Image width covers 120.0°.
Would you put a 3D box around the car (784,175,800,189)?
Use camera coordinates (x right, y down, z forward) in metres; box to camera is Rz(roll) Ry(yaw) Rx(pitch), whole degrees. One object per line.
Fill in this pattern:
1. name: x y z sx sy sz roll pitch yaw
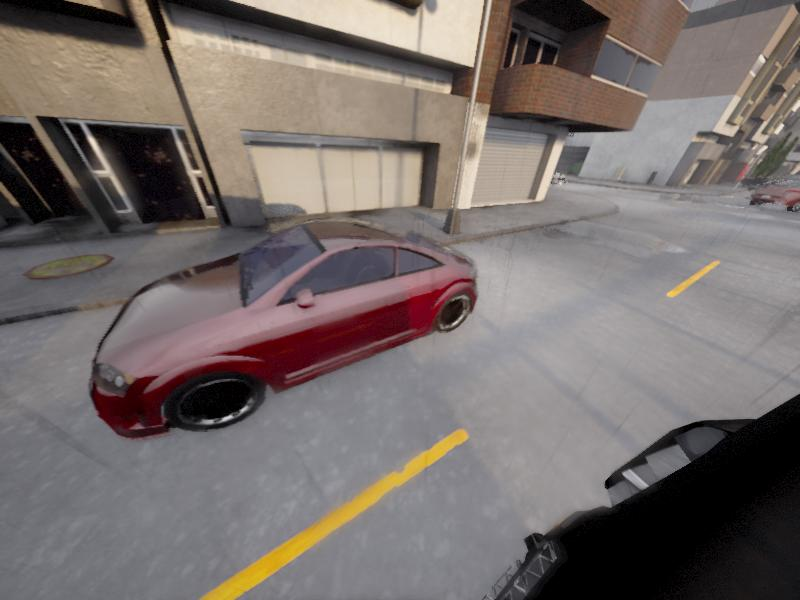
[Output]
1. car: 52.627 -15.391 30.095 3.806 1.475 1.970 -16 38 -26

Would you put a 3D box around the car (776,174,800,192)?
1. car: 46.656 -13.743 27.036 5.366 1.575 1.801 -16 38 -26

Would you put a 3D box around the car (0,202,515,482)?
1. car: -0.922 -0.215 2.997 4.181 1.385 1.994 -16 38 -26

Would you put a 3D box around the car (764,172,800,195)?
1. car: 40.509 -12.089 23.853 4.553 1.767 2.097 -16 38 -26

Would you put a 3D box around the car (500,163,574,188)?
1. car: 11.941 -11.211 20.633 2.033 1.411 5.357 -15 37 -25

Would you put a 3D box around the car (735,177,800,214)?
1. car: 24.649 -6.198 13.840 5.027 1.651 2.152 4 34 2
